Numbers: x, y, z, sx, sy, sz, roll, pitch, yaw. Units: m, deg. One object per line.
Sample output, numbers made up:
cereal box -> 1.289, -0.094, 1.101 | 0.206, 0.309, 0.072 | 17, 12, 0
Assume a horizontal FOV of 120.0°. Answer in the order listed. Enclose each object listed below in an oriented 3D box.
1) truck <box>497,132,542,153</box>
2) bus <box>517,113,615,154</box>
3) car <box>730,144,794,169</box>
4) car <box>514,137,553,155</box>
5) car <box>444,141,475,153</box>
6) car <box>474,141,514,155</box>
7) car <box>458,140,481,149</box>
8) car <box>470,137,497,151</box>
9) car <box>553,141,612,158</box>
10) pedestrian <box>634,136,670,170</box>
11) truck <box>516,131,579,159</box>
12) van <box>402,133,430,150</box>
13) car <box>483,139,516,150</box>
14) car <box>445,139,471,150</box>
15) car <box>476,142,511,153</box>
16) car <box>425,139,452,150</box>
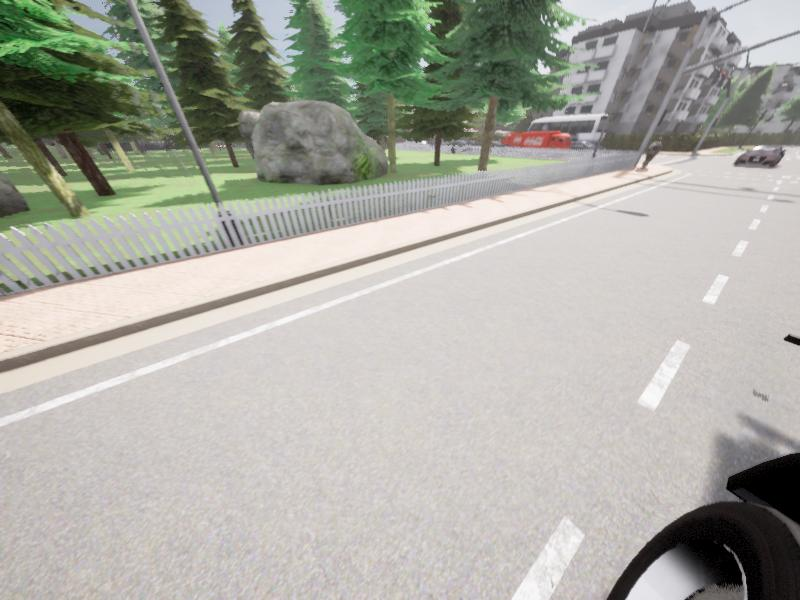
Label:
truck -> 18.354, -24.503, 35.886 | 2.627, 2.467, 5.204 | -21, 40, -26
bus -> 23.549, -24.257, 33.917 | 3.944, 4.253, 10.273 | -21, 40, -26
car -> 28.333, -11.289, 18.081 | 4.181, 1.385, 1.994 | -21, 40, -27
car -> 17.995, -20.900, 31.322 | 1.905, 1.878, 3.866 | -21, 40, -26
car -> 9.404, -24.537, 36.923 | 1.837, 1.490, 4.892 | -21, 40, -26
car -> 13.017, -21.393, 32.439 | 1.837, 1.490, 4.892 | -21, 40, -26
car -> 13.991, -31.536, 46.804 | 1.994, 1.385, 4.181 | -21, 40, -26
car -> 14.629, -27.512, 40.681 | 1.905, 1.878, 3.866 | -21, 40, -26
car -> 21.345, -17.834, 27.282 | 2.128, 1.511, 4.902 | -21, 40, -26
pedestrian -> 16.730, -9.750, 15.381 | 0.751, 1.860, 0.751 | -22, 41, -27
truck -> 17.065, -18.265, 27.130 | 2.627, 2.467, 5.204 | -21, 40, -26
van -> 2.961, -30.561, 44.606 | 1.988, 2.561, 5.915 | -21, 40, -26
car -> 17.921, -28.204, 41.869 | 1.801, 1.575, 5.366 | -21, 40, -26
car -> 11.215, -30.342, 45.023 | 1.882, 1.535, 5.008 | -21, 40, -26
car -> 14.433, -23.762, 35.922 | 1.895, 1.301, 4.718 | -21, 40, -26
car -> 7.372, -30.039, 44.587 | 2.152, 1.651, 5.027 | -21, 40, -26
